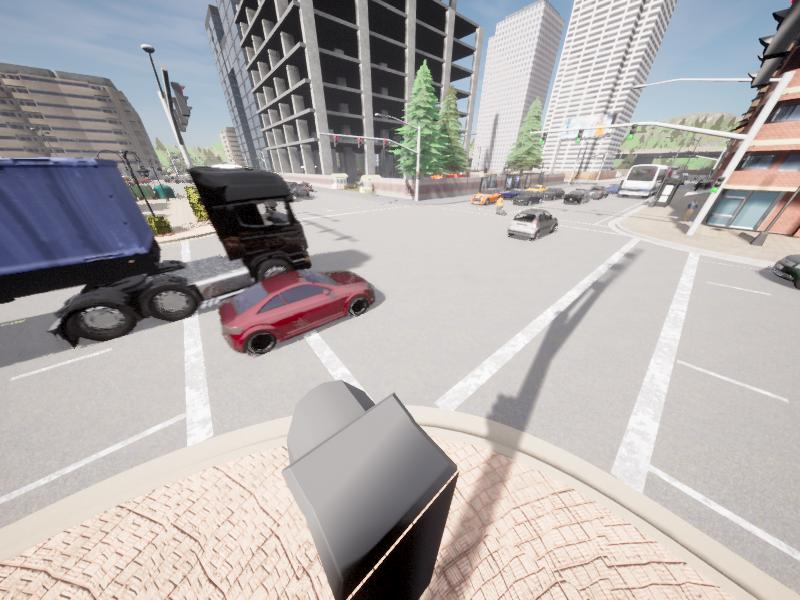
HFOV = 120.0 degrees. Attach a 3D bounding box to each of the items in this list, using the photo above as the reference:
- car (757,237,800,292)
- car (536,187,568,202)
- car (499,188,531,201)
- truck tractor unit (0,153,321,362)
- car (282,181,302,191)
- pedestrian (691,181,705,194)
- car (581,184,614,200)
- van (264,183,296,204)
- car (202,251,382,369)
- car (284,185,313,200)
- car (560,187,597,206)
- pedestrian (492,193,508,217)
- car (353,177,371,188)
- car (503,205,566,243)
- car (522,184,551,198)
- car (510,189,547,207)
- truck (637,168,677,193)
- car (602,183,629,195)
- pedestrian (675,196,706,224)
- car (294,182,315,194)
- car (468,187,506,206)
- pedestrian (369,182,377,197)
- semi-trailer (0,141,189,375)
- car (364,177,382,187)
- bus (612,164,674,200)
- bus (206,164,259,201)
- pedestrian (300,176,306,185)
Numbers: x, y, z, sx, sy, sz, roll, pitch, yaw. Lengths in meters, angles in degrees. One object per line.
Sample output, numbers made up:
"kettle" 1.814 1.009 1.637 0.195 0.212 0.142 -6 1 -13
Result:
"car" 16.218 -0.903 7.905 3.705 1.549 1.789 21 36 32
"car" 21.150 -14.728 32.022 4.892 1.490 1.837 -23 37 -34
"car" 16.067 -14.798 32.341 4.718 1.301 1.895 -23 37 -34
"truck tractor unit" -6.612 -1.998 7.238 6.516 4.208 3.053 -23 37 -34
"car" -20.828 -22.030 44.514 1.882 1.535 5.008 -23 37 -34
"pedestrian" 48.879 -18.532 37.890 0.751 1.860 0.751 -20 35 -30
"car" 28.525 -15.607 33.371 4.611 1.667 2.242 -23 37 -34
"van" -15.302 -13.592 29.394 2.069 2.038 4.480 -23 37 -34
"car" -2.845 -0.084 6.765 4.181 1.385 1.994 -23 37 -33
"car" -14.809 -15.762 33.685 2.128 1.511 4.902 -23 37 -34
"car" 22.538 -13.106 29.066 5.238 1.638 1.930 -22 37 -33
"pedestrian" 9.132 -8.680 21.105 0.751 1.860 0.751 -22 37 -33
"car" -8.128 -24.929 48.916 1.905 1.878 3.866 -23 37 -34
"car" 8.864 -5.107 15.175 3.988 1.617 1.851 -23 37 -34
"car" 21.384 -17.126 36.131 5.008 1.535 1.882 -23 37 -34
"car" 15.622 -12.414 28.014 4.892 1.490 1.837 -23 37 -34
"truck" 47.166 -22.050 42.377 8.468 3.827 2.891 -23 37 -34
"car" 36.951 -19.010 39.538 5.357 1.411 2.033 -23 37 -34
"pedestrian" 22.271 -6.886 17.719 0.751 1.860 0.751 -21 36 -31
"car" -16.556 -19.550 40.149 1.851 1.617 3.988 -23 37 -34
"car" 10.696 -12.768 28.325 4.553 1.767 2.097 -23 37 -34
"pedestrian" -3.847 -15.901 33.223 0.751 1.860 0.751 -18 34 -28
"semi-trailer" -12.672 0.464 2.783 14.254 4.402 2.717 -23 37 -34
"car" -5.875 -25.875 50.553 1.905 1.878 3.866 -23 37 -34
"bus" 36.863 -18.009 34.948 10.273 4.253 3.944 -23 37 -34
"bus" -25.029 -17.665 34.237 3.944 4.253 10.273 -23 37 -34
"pedestrian" -22.782 -27.898 54.006 0.751 1.860 0.751 -23 37 -34
